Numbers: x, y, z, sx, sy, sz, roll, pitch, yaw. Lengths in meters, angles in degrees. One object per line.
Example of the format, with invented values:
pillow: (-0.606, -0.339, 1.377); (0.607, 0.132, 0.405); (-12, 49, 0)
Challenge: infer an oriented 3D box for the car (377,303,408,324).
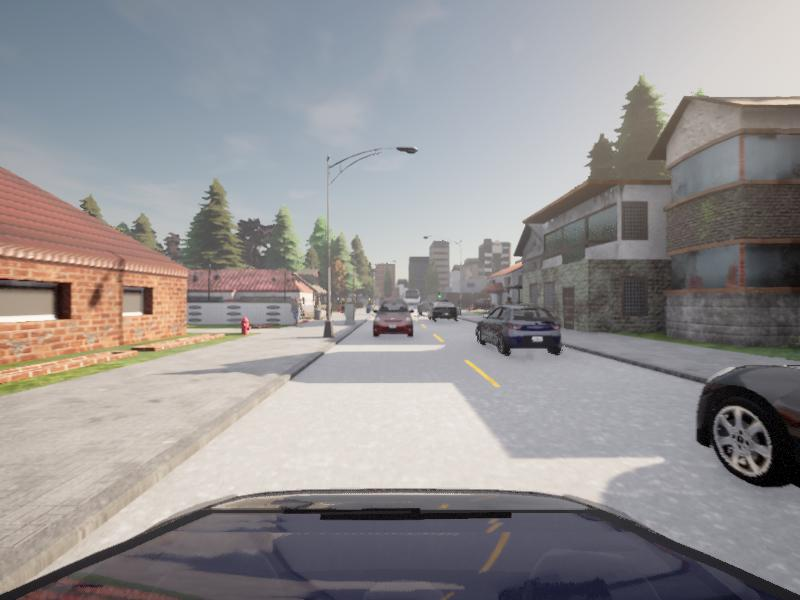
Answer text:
car: (-0.495, 0.939, 30.087); (2.163, 1.488, 4.792); (0, 0, 0)

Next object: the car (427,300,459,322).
car: (3.399, 0.866, 32.591); (1.930, 1.638, 5.238); (0, 0, -2)

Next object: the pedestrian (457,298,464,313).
pedestrian: (7.633, 0.679, 50.251); (0.751, 1.860, 0.751); (0, 0, 15)

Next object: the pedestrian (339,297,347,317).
pedestrian: (-5.421, 0.643, 37.920); (0.751, 1.860, 0.751); (0, 0, -13)

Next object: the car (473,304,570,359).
car: (3.761, 0.895, 13.209); (1.816, 1.474, 4.193); (0, 0, -2)

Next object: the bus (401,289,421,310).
bus: (2.259, -0.068, 87.518); (3.944, 4.253, 10.273); (0, 0, -1)

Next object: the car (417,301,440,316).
car: (3.167, 0.911, 45.190); (2.152, 1.651, 5.027); (0, 0, -2)

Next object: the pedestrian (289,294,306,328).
pedestrian: (-5.608, 0.597, 21.843); (0.751, 1.860, 0.751); (0, 0, -2)

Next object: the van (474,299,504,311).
van: (14.281, 0.786, 64.530); (4.442, 1.987, 1.775); (0, 0, -1)

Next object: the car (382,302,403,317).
car: (-0.726, 0.975, 42.787); (2.163, 1.488, 4.792); (0, 0, 0)

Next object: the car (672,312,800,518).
car: (3.942, 0.863, 2.384); (1.970, 1.475, 3.806); (0, 0, -2)

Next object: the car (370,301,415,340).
car: (-0.279, 0.843, 18.393); (1.851, 1.617, 3.988); (0, 0, 0)

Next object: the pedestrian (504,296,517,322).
pedestrian: (8.032, 0.619, 29.129); (0.751, 1.860, 0.751); (0, 0, -1)
